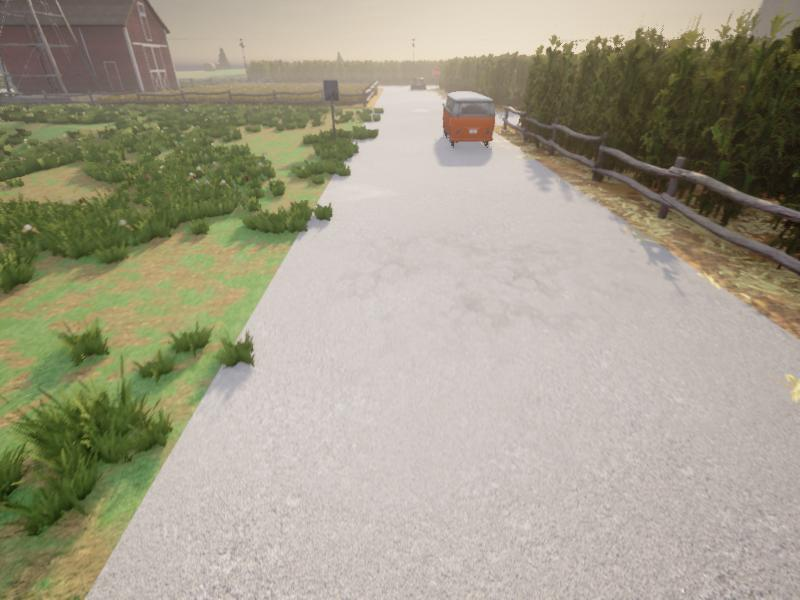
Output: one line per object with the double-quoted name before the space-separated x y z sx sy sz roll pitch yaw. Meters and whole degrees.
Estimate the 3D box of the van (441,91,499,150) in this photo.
"van" 2.980 -8.230 18.106 1.775 1.987 4.442 0 30 0

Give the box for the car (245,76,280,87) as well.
"car" -23.185 -36.907 67.575 4.974 1.542 2.038 0 30 0

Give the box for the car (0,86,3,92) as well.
"car" -56.025 -28.424 53.315 1.970 1.475 3.806 3 30 5

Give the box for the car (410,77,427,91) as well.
"car" 2.732 -32.372 59.834 2.242 1.667 4.611 0 30 0
